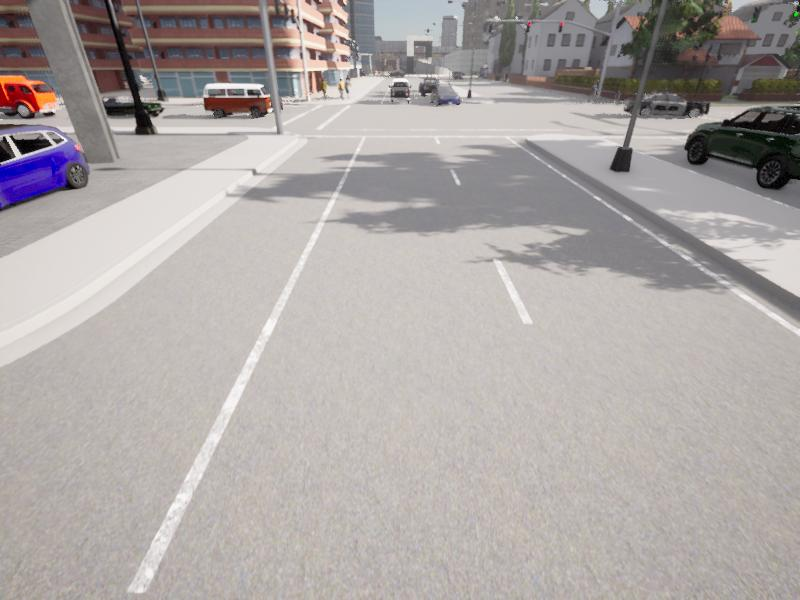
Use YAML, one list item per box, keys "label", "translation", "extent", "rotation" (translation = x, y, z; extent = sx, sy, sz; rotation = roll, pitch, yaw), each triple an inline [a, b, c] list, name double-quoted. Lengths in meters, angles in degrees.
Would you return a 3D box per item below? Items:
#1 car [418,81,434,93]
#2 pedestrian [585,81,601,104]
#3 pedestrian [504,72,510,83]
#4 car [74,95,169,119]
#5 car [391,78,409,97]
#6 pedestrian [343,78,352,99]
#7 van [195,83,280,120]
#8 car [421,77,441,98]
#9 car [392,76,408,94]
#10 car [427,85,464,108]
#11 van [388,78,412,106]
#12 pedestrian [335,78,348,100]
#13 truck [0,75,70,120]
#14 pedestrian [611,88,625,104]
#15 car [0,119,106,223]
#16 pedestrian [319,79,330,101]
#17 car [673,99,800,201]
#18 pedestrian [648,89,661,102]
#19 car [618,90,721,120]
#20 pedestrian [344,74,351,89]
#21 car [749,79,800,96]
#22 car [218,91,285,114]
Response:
- label: "car"
  translation: [3.502, -28.830, 54.070]
  extent: [1.895, 1.301, 4.718]
  rotation: [0, 30, 0]
- label: "pedestrian"
  translation: [17.724, -19.028, 36.725]
  extent: [0.751, 1.860, 0.751]
  rotation: [1, 30, 2]
- label: "pedestrian"
  translation: [21.382, -44.632, 80.250]
  extent: [0.751, 1.860, 0.751]
  rotation: [0, 30, 1]
- label: "car"
  translation: [-18.540, -12.928, 26.808]
  extent: [4.718, 1.301, 1.895]
  rotation: [0, 30, -1]
- label: "car"
  translation: [0.006, -24.522, 46.121]
  extent: [1.932, 1.855, 4.605]
  rotation: [0, 30, 0]
- label: "pedestrian"
  translation: [-5.346, -21.637, 40.832]
  extent: [0.751, 1.860, 0.751]
  rotation: [-5, 31, -8]
- label: "van"
  translation: [-10.695, -13.280, 26.697]
  extent: [4.480, 2.038, 2.069]
  rotation: [-1, 30, -1]
- label: "car"
  translation: [3.502, -24.252, 45.639]
  extent: [1.905, 1.878, 3.866]
  rotation: [0, 31, 0]
- label: "car"
  translation: [-0.001, -28.000, 52.053]
  extent: [1.932, 1.855, 4.605]
  rotation: [0, 32, 0]
- label: "car"
  translation: [3.968, -18.288, 35.849]
  extent: [2.163, 1.488, 4.792]
  rotation: [-4, 31, -7]
- label: "van"
  translation: [0.003, -19.322, 37.061]
  extent: [2.069, 2.038, 4.480]
  rotation: [0, 30, 0]
- label: "pedestrian"
  translation: [-5.767, -20.817, 39.428]
  extent: [0.751, 1.860, 0.751]
  rotation: [26, 39, 37]
- label: "truck"
  translation: [-25.843, -13.383, 26.406]
  extent: [5.204, 2.467, 2.627]
  rotation: [0, 30, -1]
- label: "pedestrian"
  translation: [20.201, -18.898, 37.062]
  extent: [0.751, 1.300, 0.751]
  rotation: [10, 32, 17]
- label: "car"
  translation: [-9.712, -3.026, 9.277]
  extent: [2.242, 1.667, 4.611]
  rotation: [0, 30, 0]
- label: "pedestrian"
  translation: [-7.078, -19.679, 37.478]
  extent: [0.751, 1.860, 0.751]
  rotation: [1, 30, 1]
- label: "car"
  translation: [11.501, -4.862, 12.330]
  extent: [2.150, 2.045, 5.566]
  rotation: [0, 30, 0]
- label: "pedestrian"
  translation: [23.692, -19.046, 37.235]
  extent: [0.500, 1.100, 0.500]
  rotation: [-5, 31, -8]
- label: "car"
  translation: [18.122, -13.324, 27.229]
  extent: [5.238, 1.638, 1.930]
  rotation: [4, 31, 6]
- label: "pedestrian"
  translation: [-7.448, -31.006, 56.844]
  extent: [0.751, 1.860, 0.751]
  rotation: [3, 30, 6]
- label: "car"
  translation: [41.427, -23.570, 44.303]
  extent: [1.970, 1.475, 3.806]
  rotation: [0, 30, 0]
- label: "car"
  translation: [-11.028, -14.825, 30.000]
  extent: [4.181, 1.385, 1.994]
  rotation: [-1, 30, -3]
